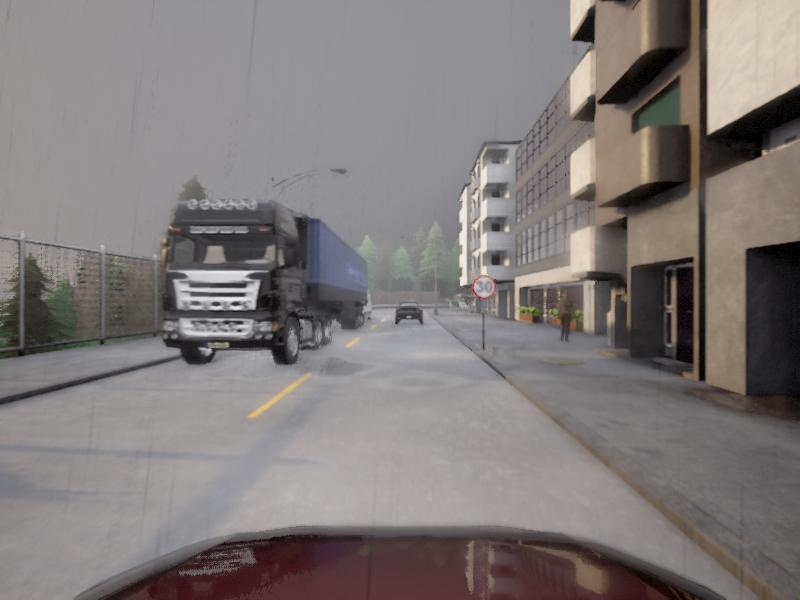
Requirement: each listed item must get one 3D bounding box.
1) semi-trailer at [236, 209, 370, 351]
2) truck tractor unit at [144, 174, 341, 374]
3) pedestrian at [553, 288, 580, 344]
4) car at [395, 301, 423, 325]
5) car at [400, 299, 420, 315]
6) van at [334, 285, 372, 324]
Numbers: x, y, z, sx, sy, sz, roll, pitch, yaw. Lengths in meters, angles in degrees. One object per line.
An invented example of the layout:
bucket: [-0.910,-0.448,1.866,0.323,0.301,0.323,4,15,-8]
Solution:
semi-trailer: [-3.583,-0.624,19.587,2.717,4.402,14.254,0,0,2]
truck tractor unit: [-3.798,-0.525,11.678,3.053,4.208,6.516,0,0,2]
pedestrian: [5.755,0.530,13.865,0.751,1.860,0.751,0,0,11]
car: [0.647,0.836,28.039,1.837,1.490,4.892,0,0,2]
car: [1.117,0.766,45.259,2.152,1.651,5.027,0,0,2]
van: [-3.308,0.316,29.548,1.988,2.561,5.915,0,0,1]
